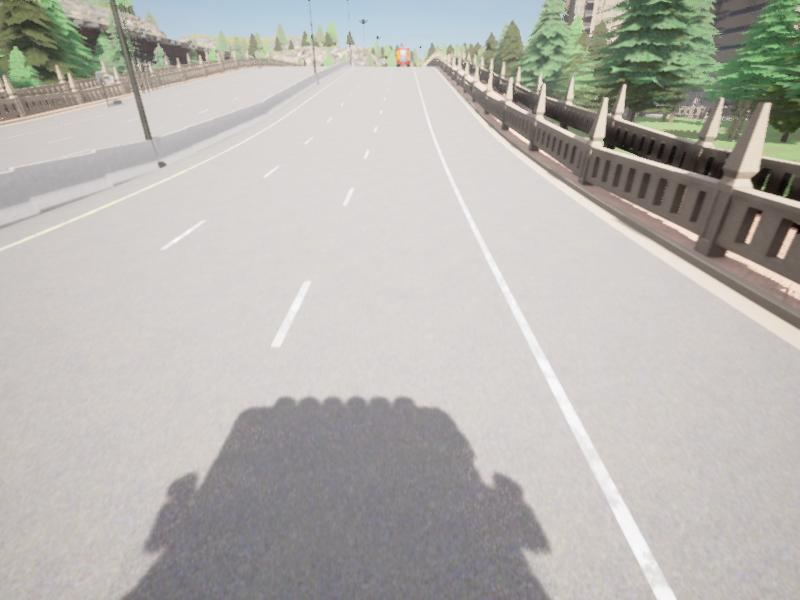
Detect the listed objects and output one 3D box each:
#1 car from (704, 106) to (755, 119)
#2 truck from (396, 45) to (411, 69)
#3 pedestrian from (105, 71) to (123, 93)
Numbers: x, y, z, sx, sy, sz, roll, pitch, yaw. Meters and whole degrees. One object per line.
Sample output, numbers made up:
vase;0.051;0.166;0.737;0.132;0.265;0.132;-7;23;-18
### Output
car;45.888;-26.192;55.801;2.128;1.511;4.902;-21;34;-35
truck;0.720;-51.914;85.622;2.891;3.827;8.468;0;28;0
pedestrian;-28.144;-21.412;39.383;0.751;1.860;0.751;0;27;1
